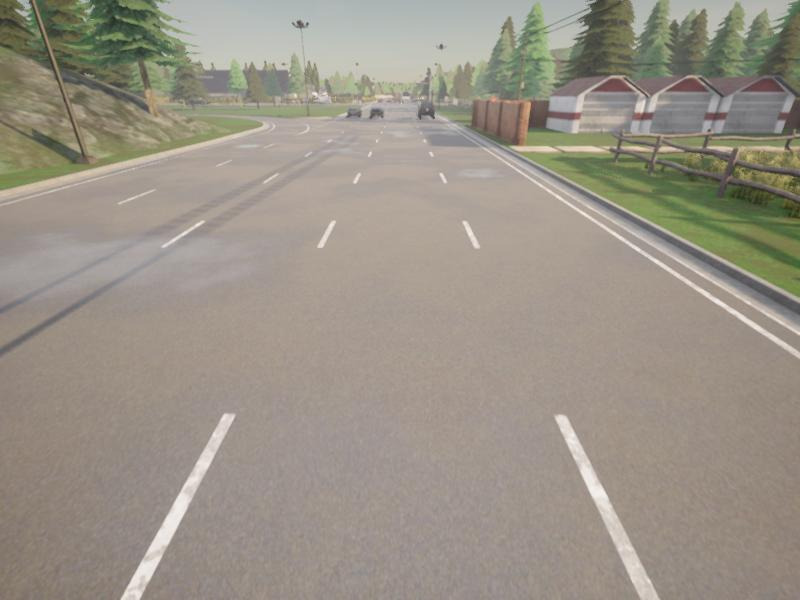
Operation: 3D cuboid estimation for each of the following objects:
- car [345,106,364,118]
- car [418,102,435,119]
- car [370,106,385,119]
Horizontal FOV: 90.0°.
[{"bbox_3d":[-6.742,-28.088,59.645,2.128,1.511,4.902,0,27,0],"label":"car"},{"bbox_3d":[3.741,-27.109,57.146,2.150,2.045,5.566,0,27,0],"label":"car"},{"bbox_3d":[-3.255,-26.973,57.491,1.837,1.490,4.892,0,27,0],"label":"car"}]
